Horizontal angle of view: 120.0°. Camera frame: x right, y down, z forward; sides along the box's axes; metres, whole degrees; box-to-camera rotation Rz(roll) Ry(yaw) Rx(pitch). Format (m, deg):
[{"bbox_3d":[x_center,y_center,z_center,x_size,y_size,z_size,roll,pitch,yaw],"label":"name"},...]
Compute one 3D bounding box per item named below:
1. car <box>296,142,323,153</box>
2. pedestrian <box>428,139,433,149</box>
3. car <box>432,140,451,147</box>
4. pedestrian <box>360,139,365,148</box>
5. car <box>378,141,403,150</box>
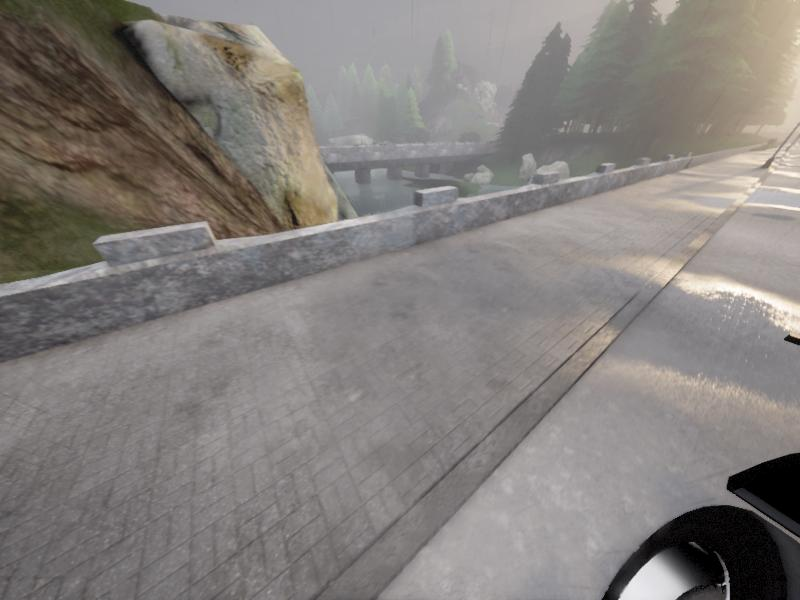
[{"bbox_3d":[-16.711,-28.308,42.809,3.988,1.617,1.851,-22,41,-28],"label":"car"},{"bbox_3d":[6.710,-34.349,50.766,0.751,1.860,0.751,-21,40,-27],"label":"pedestrian"},{"bbox_3d":[11.264,-42.428,62.752,4.792,1.488,2.163,-22,41,-28],"label":"car"},{"bbox_3d":[-9.152,-38.125,56.241,0.751,1.860,0.751,-25,42,-31],"label":"pedestrian"},{"bbox_3d":[-2.106,-34.256,51.112,5.238,1.638,1.930,-22,41,-28],"label":"car"}]
